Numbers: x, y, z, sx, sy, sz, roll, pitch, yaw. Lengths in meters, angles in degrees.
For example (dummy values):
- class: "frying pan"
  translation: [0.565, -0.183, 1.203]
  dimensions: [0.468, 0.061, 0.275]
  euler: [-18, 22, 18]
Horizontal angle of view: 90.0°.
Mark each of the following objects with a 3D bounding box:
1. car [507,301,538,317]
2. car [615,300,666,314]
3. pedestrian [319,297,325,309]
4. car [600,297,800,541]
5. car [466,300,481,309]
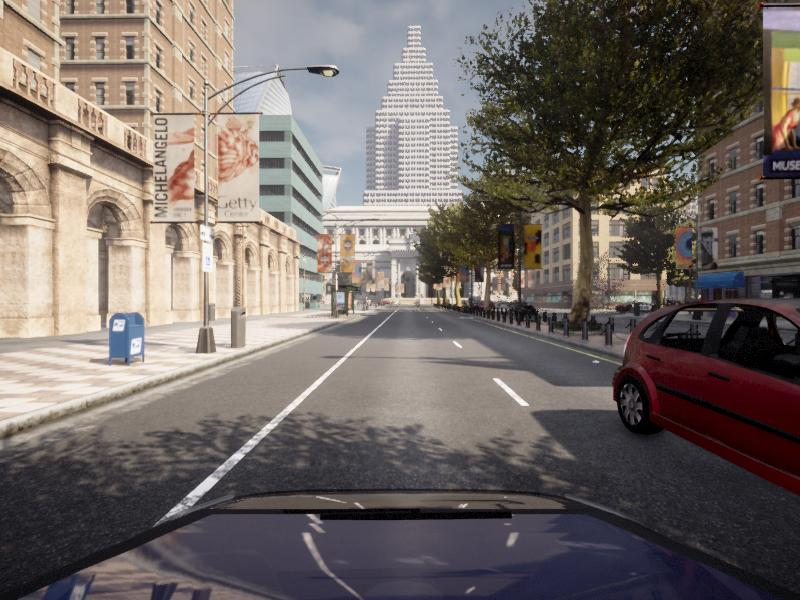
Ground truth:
- class: "car"
  translation: [12.322, 0.870, 40.595]
  dimensions: [1.812, 1.442, 4.674]
  euler: [0, 0, 1]
- class: "car"
  translation: [28.468, 0.832, 47.442]
  dimensions: [4.974, 1.542, 2.038]
  euler: [0, 0, -5]
- class: "pedestrian"
  translation: [-13.138, 0.485, 67.056]
  dimensions: [0.751, 1.860, 0.751]
  euler: [0, 0, -34]
- class: "car"
  translation: [3.587, 0.788, 3.390]
  dimensions: [1.851, 1.617, 3.988]
  euler: [0, 0, 1]
- class: "car"
  translation: [12.915, 0.823, 70.753]
  dimensions: [1.882, 1.535, 5.008]
  euler: [0, 0, 1]
